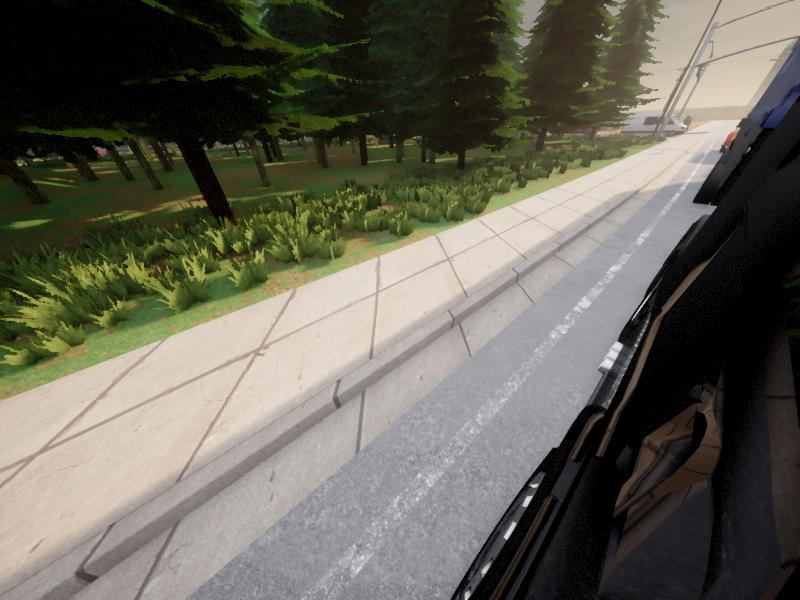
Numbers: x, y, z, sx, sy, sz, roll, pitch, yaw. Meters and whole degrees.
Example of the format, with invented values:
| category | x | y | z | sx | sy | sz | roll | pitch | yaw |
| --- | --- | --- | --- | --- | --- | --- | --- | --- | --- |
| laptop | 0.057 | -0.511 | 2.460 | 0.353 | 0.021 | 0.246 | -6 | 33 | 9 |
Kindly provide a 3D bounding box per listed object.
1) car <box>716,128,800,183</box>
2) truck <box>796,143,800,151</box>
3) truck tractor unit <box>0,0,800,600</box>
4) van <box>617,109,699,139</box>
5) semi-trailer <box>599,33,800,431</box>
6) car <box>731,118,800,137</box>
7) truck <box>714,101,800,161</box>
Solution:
| category | x | y | z | sx | sy | sz | roll | pitch | yaw |
| --- | --- | --- | --- | --- | --- | --- | --- | --- | --- |
| car | 15.884 | -6.349 | 9.892 | 4.902 | 1.511 | 2.128 | -29 | 44 | -30 |
| truck | 26.114 | -9.778 | 13.016 | 5.204 | 2.467 | 2.627 | -29 | 44 | -31 |
| truck tractor unit | 2.645 | -0.295 | 0.351 | 6.516 | 4.208 | 3.053 | -28 | 44 | -30 |
| van | 30.870 | -21.197 | 27.979 | 1.988 | 2.561 | 5.915 | -29 | 44 | -30 |
| semi-trailer | 8.646 | -3.641 | 4.278 | 14.254 | 4.402 | 2.717 | -29 | 44 | -30 |
| car | 39.141 | -18.316 | 24.561 | 4.181 | 1.385 | 1.994 | 0 | 37 | 4 |
| truck | 21.382 | -9.908 | 13.486 | 5.204 | 2.467 | 2.627 | -30 | 44 | -31 |
